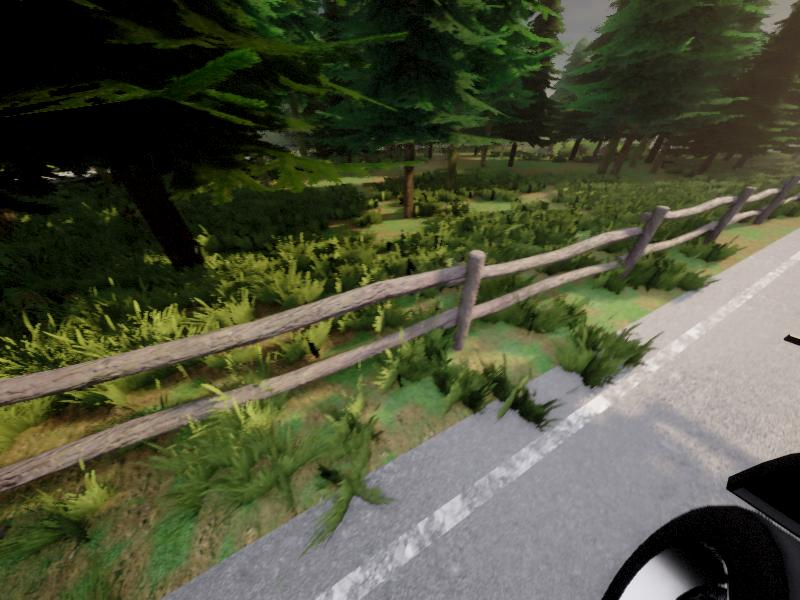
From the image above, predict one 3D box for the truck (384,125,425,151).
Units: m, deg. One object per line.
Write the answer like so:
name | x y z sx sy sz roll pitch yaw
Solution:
truck | 0.974 -31.472 44.885 2.891 3.827 8.468 29 45 34
